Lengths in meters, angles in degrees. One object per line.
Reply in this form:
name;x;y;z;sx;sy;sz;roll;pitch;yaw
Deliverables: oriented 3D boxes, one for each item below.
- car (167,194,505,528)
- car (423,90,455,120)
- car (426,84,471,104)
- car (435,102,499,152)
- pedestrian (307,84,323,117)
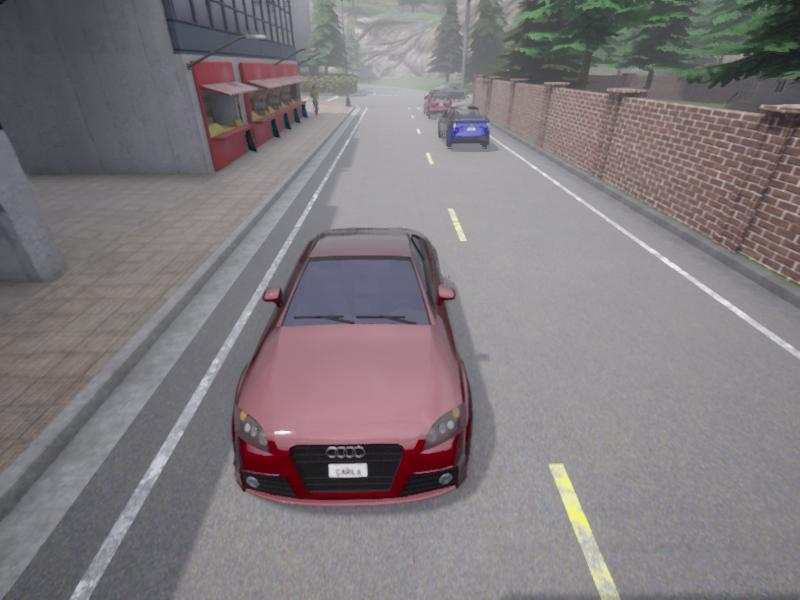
car;-0.411;0.075;4.520;1.994;1.385;4.181;-1;30;-1
car;2.614;-13.483;27.529;1.789;1.549;3.705;-1;30;-1
car;4.678;-19.724;38.185;1.812;1.442;4.674;23;38;36
car;2.815;-7.830;17.886;2.007;1.525;4.514;-1;30;-1
pedestrian;-5.508;-12.954;25.968;0.751;1.860;0.751;-9;31;-14
